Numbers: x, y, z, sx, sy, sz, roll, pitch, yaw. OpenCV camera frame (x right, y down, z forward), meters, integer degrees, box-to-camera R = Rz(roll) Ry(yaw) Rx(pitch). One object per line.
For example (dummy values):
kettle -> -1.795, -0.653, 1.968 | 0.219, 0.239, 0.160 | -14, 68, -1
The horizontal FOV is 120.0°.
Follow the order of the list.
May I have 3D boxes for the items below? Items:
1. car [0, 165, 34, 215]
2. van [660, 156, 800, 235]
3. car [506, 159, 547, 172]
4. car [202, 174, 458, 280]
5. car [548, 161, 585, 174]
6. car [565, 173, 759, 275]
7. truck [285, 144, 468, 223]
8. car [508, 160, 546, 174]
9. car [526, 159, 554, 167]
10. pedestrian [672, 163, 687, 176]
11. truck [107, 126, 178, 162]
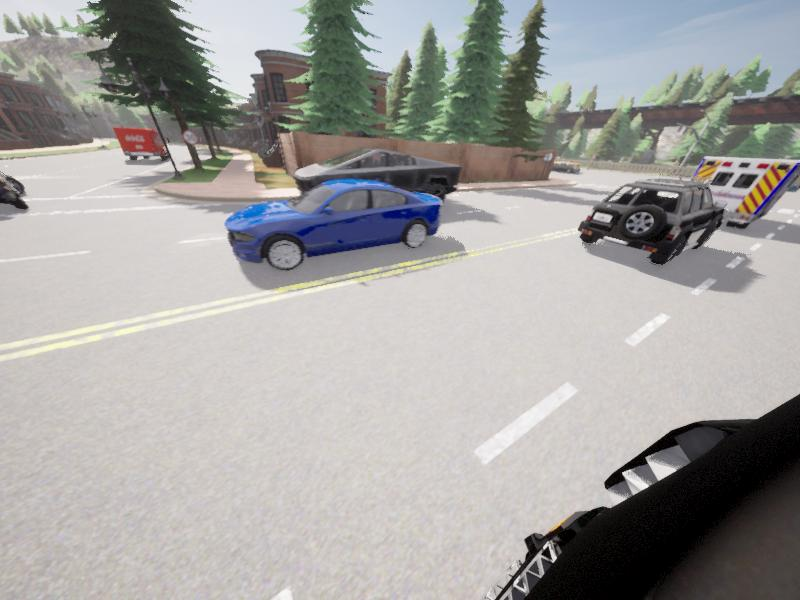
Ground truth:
car -> -13.581, -3.702, 7.063 | 4.193, 1.474, 1.816 | 23, 39, 27
van -> 15.085, -4.824, 10.295 | 6.366, 2.431, 2.351 | -16, 38, -26
car -> 19.787, -21.233, 36.349 | 2.033, 1.411, 5.357 | -16, 38, -26
car -> -1.266, -2.079, 5.608 | 5.008, 1.535, 1.882 | -16, 38, -26
car -> 24.965, -19.964, 34.792 | 1.970, 1.475, 3.806 | -15, 38, -26
car -> 7.263, -2.391, 6.478 | 4.605, 1.855, 1.932 | -16, 38, -26
truck -> -0.708, -4.703, 9.100 | 6.274, 2.098, 2.390 | -16, 38, -26
car -> 18.046, -19.081, 32.985 | 1.994, 1.385, 4.181 | -16, 38, -26
car -> 30.501, -29.894, 50.379 | 1.895, 1.301, 4.718 | -16, 38, -26
pedestrian -> 47.925, -22.317, 39.575 | 0.751, 1.860, 0.751 | -15, 38, -25
truck -> -23.707, -14.588, 21.683 | 2.627, 2.467, 5.204 | -15, 38, -25
